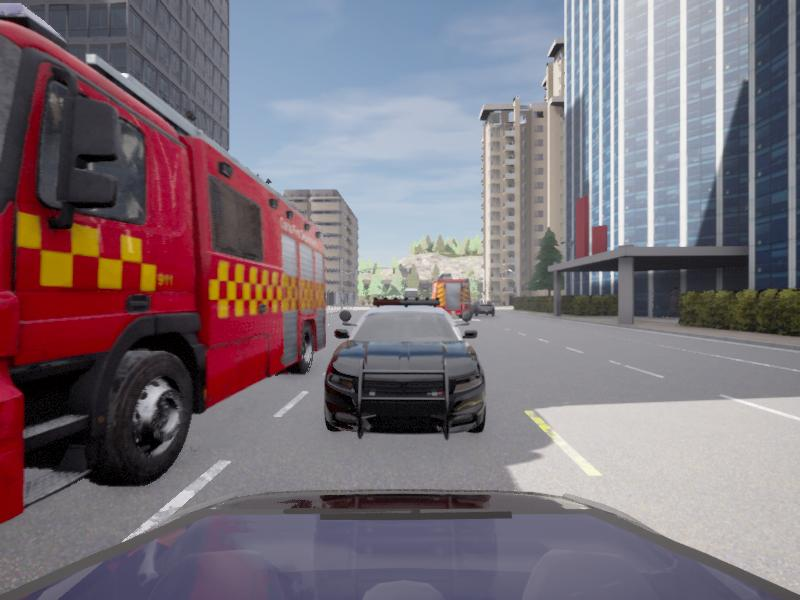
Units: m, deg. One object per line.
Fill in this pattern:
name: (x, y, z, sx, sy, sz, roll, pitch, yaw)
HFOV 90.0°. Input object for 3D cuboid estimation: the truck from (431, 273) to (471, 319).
truck: (4.507, -0.319, 37.012, 2.891, 3.827, 8.468, 0, 0, 2)

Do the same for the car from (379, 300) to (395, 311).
car: (-1.843, 0.779, 59.287, 2.033, 1.649, 4.856, 0, 0, 2)

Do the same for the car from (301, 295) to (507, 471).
car: (0.101, 0.771, 6.369, 1.930, 1.638, 5.238, 0, 0, 2)

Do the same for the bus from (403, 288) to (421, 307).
bus: (2.792, -0.535, 93.738, 3.944, 4.253, 10.273, 0, 0, 2)

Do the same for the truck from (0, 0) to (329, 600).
truck: (-3.411, -0.319, 6.150, 2.891, 3.827, 8.468, 0, 0, 2)

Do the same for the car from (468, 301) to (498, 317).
car: (8.075, 0.838, 39.399, 2.128, 1.511, 4.902, 0, 0, 2)
